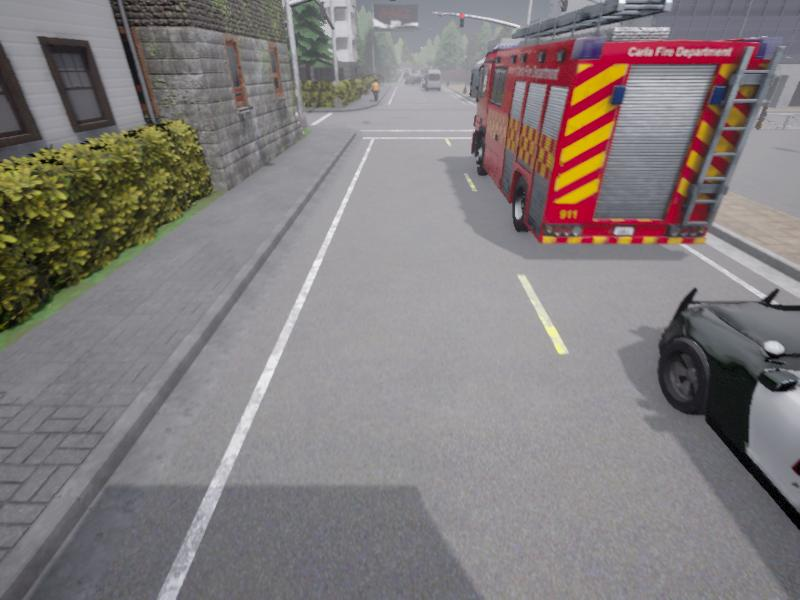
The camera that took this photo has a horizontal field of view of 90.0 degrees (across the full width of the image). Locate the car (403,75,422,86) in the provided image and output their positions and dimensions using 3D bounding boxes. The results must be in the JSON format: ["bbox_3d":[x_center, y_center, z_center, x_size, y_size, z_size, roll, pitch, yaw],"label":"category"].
[{"bbox_3d":[2.292,-39.252,71.517,1.837,1.490,4.892,12,32,19],"label":"car"}]

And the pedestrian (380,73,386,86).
[{"bbox_3d":[-2.764,-35.563,64.515,0.751,1.860,0.751,2,30,3],"label":"pedestrian"}]

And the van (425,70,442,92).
[{"bbox_3d":[4.544,-30.370,55.320,1.988,2.561,5.915,0,30,1],"label":"van"}]

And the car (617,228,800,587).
[{"bbox_3d":[3.717,1.163,2.488,2.038,1.542,4.974,0,30,1],"label":"car"}]

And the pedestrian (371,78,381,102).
[{"bbox_3d":[-2.156,-18.877,36.027,0.751,1.860,0.751,-5,31,-9],"label":"pedestrian"}]

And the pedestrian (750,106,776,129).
[{"bbox_3d":[19.974,-10.027,22.023,0.500,1.100,0.500,0,30,0],"label":"pedestrian"}]

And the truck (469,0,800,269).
[{"bbox_3d":[3.843,-4.333,9.602,2.891,3.827,8.468,0,30,1],"label":"truck"}]

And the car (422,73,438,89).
[{"bbox_3d":[4.683,-34.674,63.163,2.150,2.045,5.566,1,30,2],"label":"car"}]
